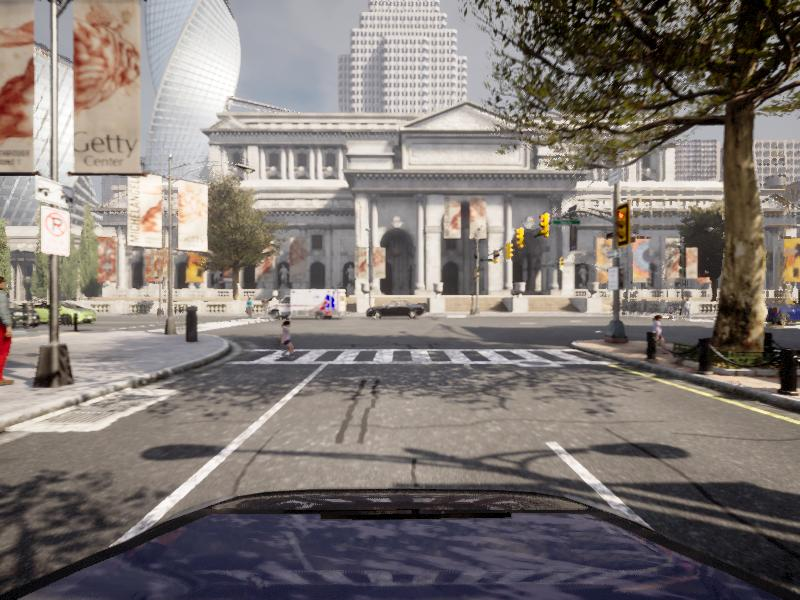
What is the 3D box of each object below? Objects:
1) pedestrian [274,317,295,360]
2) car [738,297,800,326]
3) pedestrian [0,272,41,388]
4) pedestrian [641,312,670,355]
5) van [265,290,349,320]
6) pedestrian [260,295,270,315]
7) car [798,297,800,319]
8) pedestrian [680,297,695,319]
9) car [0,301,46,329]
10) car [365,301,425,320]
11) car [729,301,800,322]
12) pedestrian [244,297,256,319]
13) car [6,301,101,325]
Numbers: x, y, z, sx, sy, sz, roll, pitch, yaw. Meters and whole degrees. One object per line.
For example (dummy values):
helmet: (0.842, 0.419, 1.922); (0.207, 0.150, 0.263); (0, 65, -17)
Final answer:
pedestrian: (-3.123, 1.021, 10.817); (0.500, 1.100, 0.500); (0, 0, -10)
car: (24.640, 0.706, 25.951); (4.553, 1.767, 2.097); (0, 0, -20)
pedestrian: (-6.745, 0.487, 6.733); (0.751, 1.860, 0.751); (0, 0, 11)
pedestrian: (6.777, 0.877, 10.620); (0.500, 1.100, 0.500); (0, 0, 10)
van: (-7.628, 0.390, 33.158); (6.366, 2.431, 2.351); (0, 0, 8)
pedestrian: (-12.738, 0.498, 37.800); (0.751, 1.860, 0.751); (0, 0, -4)
car: (36.702, 0.666, 33.607); (4.605, 1.855, 1.932); (0, 0, 0)
pedestrian: (23.974, 0.652, 33.341); (0.751, 1.860, 0.751); (0, 0, 8)
car: (-22.919, 0.822, 22.912); (3.705, 1.549, 1.789); (0, 0, -1)
car: (-0.393, 0.849, 33.501); (4.902, 1.511, 2.128); (0, 0, 0)
car: (28.002, 0.836, 30.091); (5.008, 1.535, 1.882); (0, 0, 0)
pedestrian: (-12.570, 0.649, 33.460); (0.751, 1.860, 0.751); (0, 0, -2)
car: (-22.766, 0.837, 26.422); (4.514, 1.525, 2.007); (0, 0, 0)
